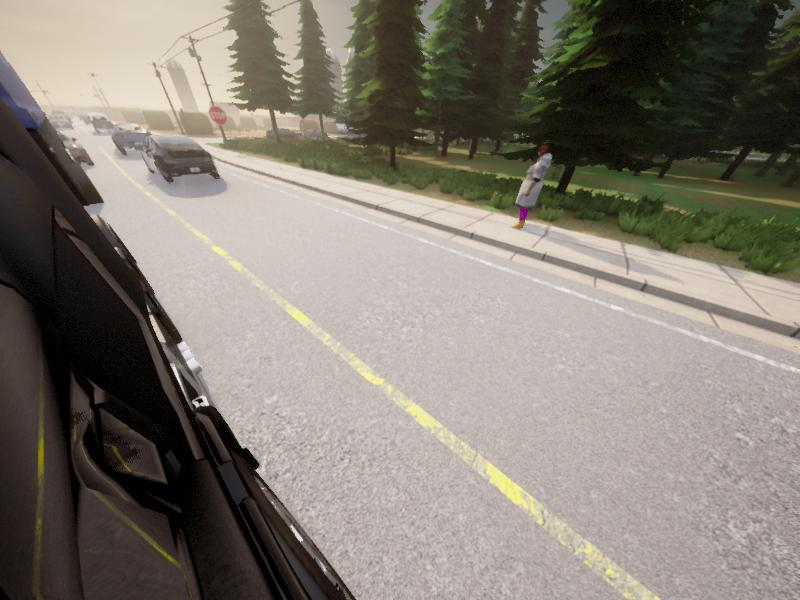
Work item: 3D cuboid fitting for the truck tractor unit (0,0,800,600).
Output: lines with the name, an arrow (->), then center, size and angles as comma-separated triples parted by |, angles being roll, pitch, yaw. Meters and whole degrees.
truck tractor unit -> -2.645, -0.295, 0.351 | 6.516, 4.208, 3.053 | 28, 44, 30

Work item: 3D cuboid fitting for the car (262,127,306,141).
car -> -15.974, -22.951, 31.972 | 2.163, 1.488, 4.792 | 27, 43, 29

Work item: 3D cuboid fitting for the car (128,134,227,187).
car -> -9.683, -6.192, 9.993 | 4.892, 1.490, 1.837 | 28, 44, 32

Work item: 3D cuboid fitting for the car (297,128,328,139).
car -> -14.308, -27.426, 38.137 | 1.994, 1.385, 4.181 | 27, 43, 29

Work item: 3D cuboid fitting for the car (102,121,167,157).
car -> -18.292, -11.125, 15.884 | 5.027, 1.651, 2.152 | 32, 45, 33

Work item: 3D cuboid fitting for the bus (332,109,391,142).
bus -> -6.366, -30.933, 40.967 | 3.944, 4.253, 10.273 | 27, 45, 29

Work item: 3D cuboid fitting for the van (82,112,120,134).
van -> -38.274, -22.669, 29.571 | 4.480, 2.038, 2.069 | 30, 45, 31

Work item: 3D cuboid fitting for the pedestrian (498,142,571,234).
pedestrian -> 3.217, -2.726, 5.668 | 0.751, 1.860, 0.751 | -27, 46, -34

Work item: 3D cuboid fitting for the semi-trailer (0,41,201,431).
semi-trailer -> -8.681, -3.630, 4.225 | 14.254, 4.402, 2.717 | 28, 44, 30

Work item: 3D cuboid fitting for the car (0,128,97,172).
car -> -16.858, -7.394, 11.221 | 4.181, 1.385, 1.994 | 29, 44, 31
